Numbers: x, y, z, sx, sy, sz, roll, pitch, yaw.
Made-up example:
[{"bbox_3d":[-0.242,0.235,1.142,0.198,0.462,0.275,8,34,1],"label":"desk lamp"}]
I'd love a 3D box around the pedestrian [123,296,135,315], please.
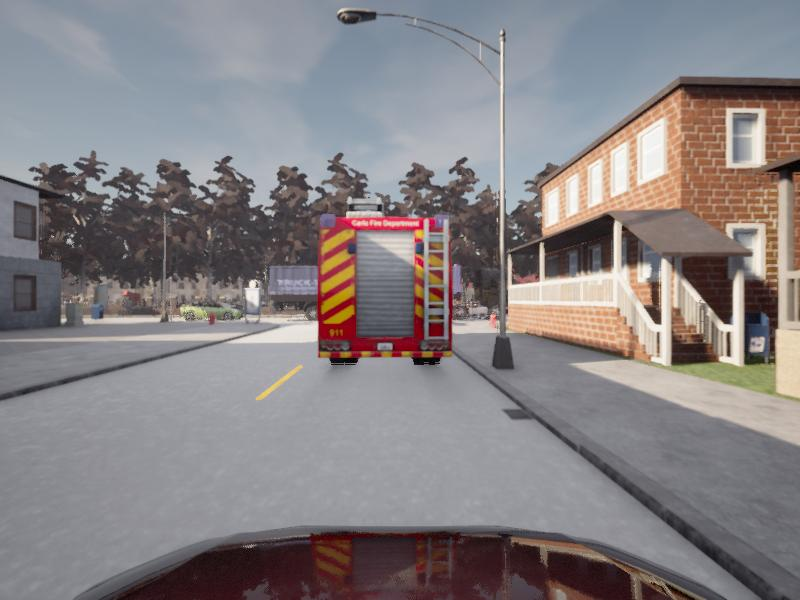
[{"bbox_3d":[-26.560,0.539,39.218,0.751,1.860,0.751,0,0,-2],"label":"pedestrian"}]

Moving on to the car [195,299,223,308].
[{"bbox_3d":[-37.558,0.667,78.747,4.605,1.855,1.932,-1,0,-2],"label":"car"}]

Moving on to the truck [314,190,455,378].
[{"bbox_3d":[-0.443,-0.319,12.420,2.891,3.827,8.468,0,0,-2],"label":"truck"}]

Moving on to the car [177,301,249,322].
[{"bbox_3d":[-14.057,0.833,30.284,4.514,1.525,2.007,0,0,-1],"label":"car"}]

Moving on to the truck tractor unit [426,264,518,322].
[{"bbox_3d":[5.395,-0.523,31.022,6.516,4.208,3.053,0,0,-2],"label":"truck tractor unit"}]

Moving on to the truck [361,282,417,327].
[{"bbox_3d":[-0.526,0.331,24.509,2.627,2.467,5.204,0,-2,7],"label":"truck"}]

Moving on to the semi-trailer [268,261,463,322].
[{"bbox_3d":[-2.516,-0.616,30.723,14.254,4.402,2.717,0,0,-2],"label":"semi-trailer"}]
